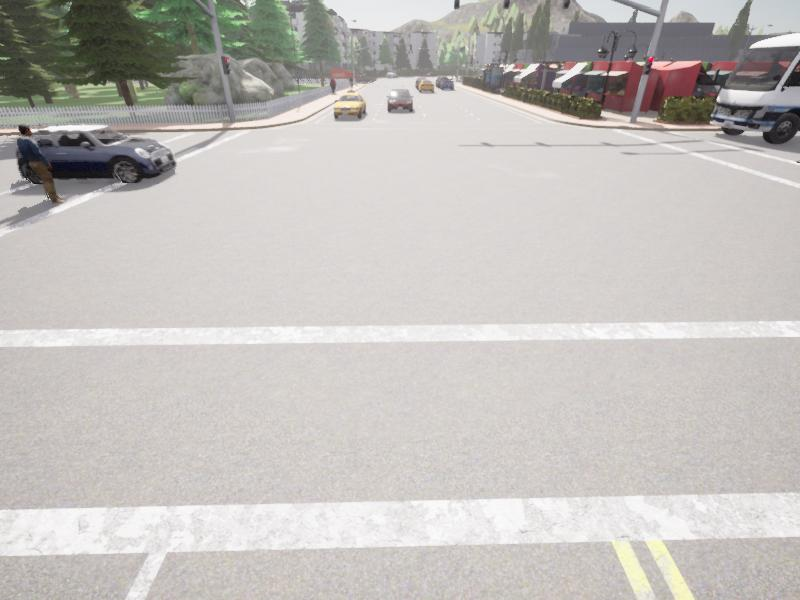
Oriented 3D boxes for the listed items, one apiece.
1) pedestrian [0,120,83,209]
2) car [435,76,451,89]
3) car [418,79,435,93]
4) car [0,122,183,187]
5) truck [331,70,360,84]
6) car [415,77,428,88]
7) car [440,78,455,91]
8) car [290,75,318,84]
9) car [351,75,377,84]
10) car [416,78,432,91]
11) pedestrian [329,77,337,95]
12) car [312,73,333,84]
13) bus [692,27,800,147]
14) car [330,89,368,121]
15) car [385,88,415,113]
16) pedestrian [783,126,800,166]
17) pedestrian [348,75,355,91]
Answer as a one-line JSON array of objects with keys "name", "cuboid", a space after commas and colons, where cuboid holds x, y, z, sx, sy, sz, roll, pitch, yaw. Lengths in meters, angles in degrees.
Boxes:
[{"name": "pedestrian", "cuboid": [-8.573, -3.224, 9.546, 0.751, 1.860, 0.751, 13, 33, 20]}, {"name": "car", "cuboid": [7.012, -35.411, 65.060, 2.033, 1.649, 4.856, 0, 30, 0]}, {"name": "car", "cuboid": [3.552, -28.938, 54.061, 1.882, 1.535, 5.008, 0, 30, 0]}, {"name": "car", "cuboid": [-9.092, -4.438, 12.064, 3.806, 1.475, 1.970, -2, 30, -4]}, {"name": "truck", "cuboid": [-10.850, -44.431, 79.671, 5.204, 2.467, 2.627, 1, 30, 1]}, {"name": "car", "cuboid": [3.512, -35.772, 65.768, 1.882, 1.535, 5.008, 0, 30, 0]}, {"name": "car", "cuboid": [7.011, -32.051, 59.456, 1.816, 1.474, 4.193, 0, 30, 0]}, {"name": "car", "cuboid": [-19.170, -44.119, 80.098, 4.892, 1.490, 1.837, 1, 30, 1]}, {"name": "car", "cuboid": [-7.461, -45.876, 83.167, 4.902, 1.511, 2.128, -7, 31, -11]}, {"name": "car", "cuboid": [3.523, -32.301, 59.878, 2.163, 1.488, 4.792, 0, 30, 0]}, {"name": "pedestrian", "cuboid": [-7.744, -24.779, 46.269, 0.751, 1.860, 0.751, 0, 30, 0]}, {"name": "car", "cuboid": [-16.081, -46.002, 82.960, 3.866, 1.878, 1.905, 1, 30, 1]}, {"name": "bus", "cuboid": [20.117, -9.386, 17.770, 10.273, 4.253, 3.944, 0, 30, 0]}, {"name": "car", "cuboid": [-3.447, -13.693, 27.907, 1.801, 1.575, 5.366, 1, 30, 1]}, {"name": "car", "cuboid": [0.007, -15.979, 31.921, 2.163, 1.488, 4.792, 0, 30, 0]}, {"name": "pedestrian", "cuboid": [14.092, -5.548, 13.527, 0.751, 1.860, 0.751, -3, 30, -6]}, {"name": "pedestrian", "cuboid": [-6.548, -29.524, 54.394, 0.751, 1.860, 0.751, 1, 30, 2]}]
